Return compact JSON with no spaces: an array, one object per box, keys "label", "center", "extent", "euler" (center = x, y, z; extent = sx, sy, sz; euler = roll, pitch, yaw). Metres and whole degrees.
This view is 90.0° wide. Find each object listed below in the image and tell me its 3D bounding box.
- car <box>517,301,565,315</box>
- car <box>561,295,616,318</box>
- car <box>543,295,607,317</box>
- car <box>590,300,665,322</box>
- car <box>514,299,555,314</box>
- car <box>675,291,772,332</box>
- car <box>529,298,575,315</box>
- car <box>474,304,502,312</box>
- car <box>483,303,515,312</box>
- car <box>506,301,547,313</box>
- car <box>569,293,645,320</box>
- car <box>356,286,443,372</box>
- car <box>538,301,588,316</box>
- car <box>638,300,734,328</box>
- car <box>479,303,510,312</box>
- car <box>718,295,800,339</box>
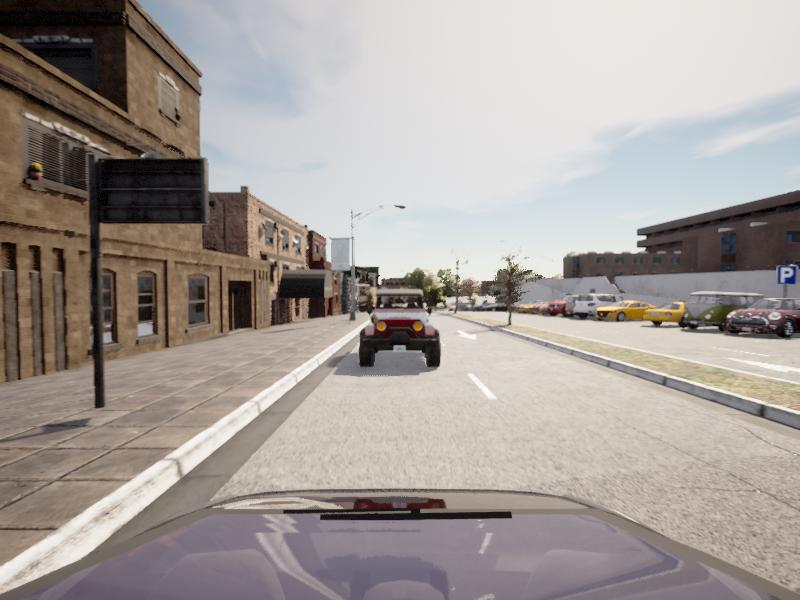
[{"label":"car","center":[16.764,0.907,47.594],"extent":[5.366,1.575,1.946],"euler":[1,-1,-20]},{"label":"car","center":[16.831,0.588,35.719],"extent":[4.442,1.987,1.878],"euler":[1,0,-20]},{"label":"car","center":[16.914,0.579,38.722],"extent":[5.566,2.045,2.435],"euler":[1,0,-20]},{"label":"car","center":[16.942,0.801,29.805],"extent":[5.008,1.535,2.097],"euler":[1,0,-20]},{"label":"car","center":[16.969,0.829,50.650],"extent":[4.553,1.767,2.185],"euler":[1,-1,-20]},{"label":"car","center":[16.833,0.581,20.827],"extent":[4.442,1.987,1.878],"euler":[1,0,-20]},{"label":"car","center":[16.967,0.756,44.699],"extent":[4.553,1.767,2.185],"euler":[1,-1,-20]},{"label":"car","center":[16.969,1.569,77.357],"extent":[4.892,1.521,2.231],"euler":[1,-2,-19]},{"label":"car","center":[16.939,1.318,68.485],"extent":[5.008,1.535,2.097],"euler":[1,-1,-20]},{"label":"car","center":[16.928,1.000,53.616],"extent":[5.008,1.535,2.097],"euler":[1,-1,-20]},{"label":"car","center":[16.964,0.553,32.797],"extent":[5.566,2.045,2.435],"euler":[1,0,-20]},{"label":"car","center":[-0.008,0.632,10.647],"extent":[1.905,1.878,3.866],"euler":[0,0,0]},{"label":"car","center":[16.939,0.892,41.712],"extent":[4.674,1.452,2.002],"euler":[1,0,-20]},{"label":"car","center":[17.110,0.804,23.918],"extent":[5.366,1.575,1.946],"euler":[1,0,-20]},{"label":"car","center":[16.943,1.398,71.446],"extent":[5.008,1.535,2.097],"euler":[1,-1,-20]},{"label":"car","center":[16.969,0.687,17.901],"extent":[4.553,1.767,2.185],"euler":[1,0,-20]}]
